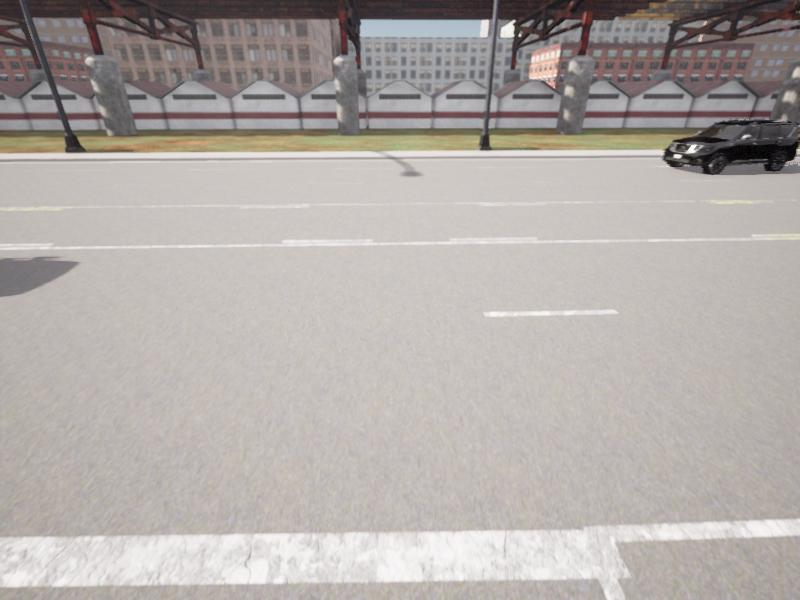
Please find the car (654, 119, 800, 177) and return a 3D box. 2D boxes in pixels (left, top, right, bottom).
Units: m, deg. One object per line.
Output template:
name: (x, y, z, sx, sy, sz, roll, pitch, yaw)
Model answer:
car: (14.702, -6.801, 17.683, 5.566, 2.045, 2.150, -6, 27, -11)
